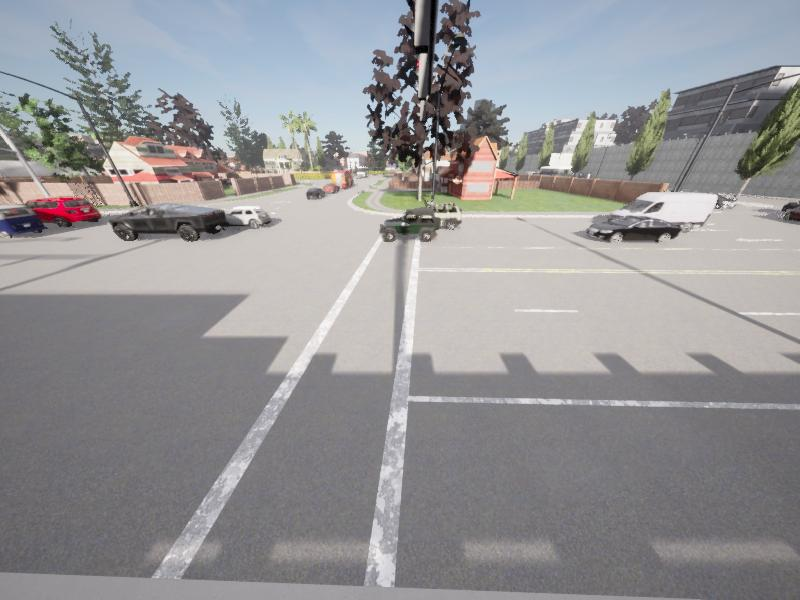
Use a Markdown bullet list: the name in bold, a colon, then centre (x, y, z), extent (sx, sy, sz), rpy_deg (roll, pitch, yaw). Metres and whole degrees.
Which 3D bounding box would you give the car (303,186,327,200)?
- **car**: centre (-12.736, -16.291, 35.129), extent (1.837, 1.490, 4.892), rpy_deg (0, 30, 0)

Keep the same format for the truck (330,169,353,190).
- **truck**: centre (-12.763, -27.017, 51.377), extent (2.891, 3.827, 8.468), rpy_deg (0, 30, 0)

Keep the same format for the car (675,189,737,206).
- **car**: centre (39.816, -13.505, 30.270), extent (2.007, 1.525, 4.514), rpy_deg (0, 30, 1)

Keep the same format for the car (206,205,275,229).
- **car**: centre (-12.514, -6.613, 18.360), extent (3.806, 1.475, 1.970), rpy_deg (1, 30, 1)

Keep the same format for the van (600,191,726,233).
- **van**: centre (19.354, -6.637, 17.364), extent (5.915, 2.561, 1.988), rpy_deg (1, 30, 2)

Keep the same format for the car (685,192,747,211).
- **car**: centre (36.254, -11.453, 26.687), extent (1.789, 1.549, 3.705), rpy_deg (0, 30, 1)

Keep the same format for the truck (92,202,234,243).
- **truck**: centre (-15.148, -5.164, 15.227), extent (6.274, 2.098, 2.390), rpy_deg (1, 30, 1)

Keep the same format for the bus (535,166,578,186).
- **bus**: centre (40.469, -32.482, 60.415), extent (3.944, 4.253, 10.273), rpy_deg (0, 30, 1)

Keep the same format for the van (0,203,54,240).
- **van**: centre (-27.327, -5.286, 15.499), extent (4.442, 1.987, 1.775), rpy_deg (1, 30, 1)

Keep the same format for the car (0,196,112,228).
- **car**: centre (-27.666, -7.067, 18.521), extent (5.566, 2.045, 2.150), rpy_deg (1, 30, 1)

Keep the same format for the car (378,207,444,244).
- **car**: centre (0.663, -4.873, 14.954), extent (3.866, 1.878, 1.905), rpy_deg (1, 30, 1)

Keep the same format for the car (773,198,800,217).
- **car**: centre (39.573, -8.413, 21.482), extent (1.837, 1.490, 4.892), rpy_deg (1, 30, 2)

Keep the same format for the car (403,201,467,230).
- **car**: centre (2.527, -6.590, 17.939), extent (4.605, 1.855, 1.932), rpy_deg (0, 30, 1)

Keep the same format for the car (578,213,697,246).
- **car**: centre (14.833, -4.535, 14.751), extent (4.902, 1.511, 2.128), rpy_deg (1, 30, 1)

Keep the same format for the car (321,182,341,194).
- **car**: centre (-12.737, -20.796, 42.804), extent (2.152, 1.651, 5.027), rpy_deg (0, 30, 0)

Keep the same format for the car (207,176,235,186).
- **car**: centre (-41.730, -27.833, 53.957), extent (4.605, 1.855, 1.932), rpy_deg (0, 30, 0)

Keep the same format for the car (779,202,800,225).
- **car**: centre (34.477, -6.920, 18.915), extent (1.970, 1.475, 3.806), rpy_deg (18, 35, 28)

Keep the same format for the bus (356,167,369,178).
- **bus**: centre (-16.290, -55.543, 100.349), extent (3.944, 4.253, 10.273), rpy_deg (0, 30, 0)
